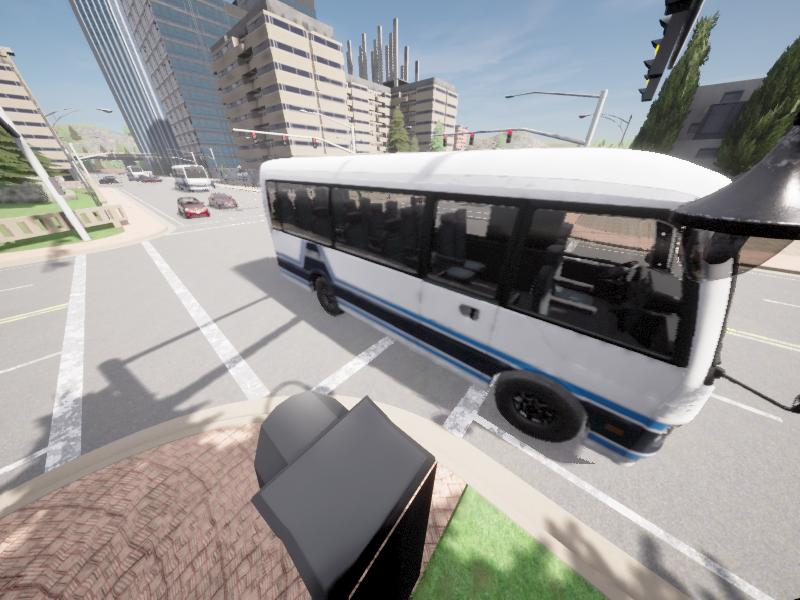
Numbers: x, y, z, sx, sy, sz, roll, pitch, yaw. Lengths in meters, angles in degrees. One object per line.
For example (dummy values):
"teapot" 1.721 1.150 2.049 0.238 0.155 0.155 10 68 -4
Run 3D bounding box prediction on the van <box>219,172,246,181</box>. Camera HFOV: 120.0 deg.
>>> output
"van" -54.541 -40.466 75.548 2.351 2.431 6.366 23 37 34

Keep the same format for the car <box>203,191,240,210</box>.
"car" -20.100 -11.219 25.995 4.674 1.442 1.812 23 37 34

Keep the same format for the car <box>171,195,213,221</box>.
"car" -19.080 -8.535 21.181 3.988 1.617 1.851 24 38 36

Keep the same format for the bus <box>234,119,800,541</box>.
"bus" 0.529 -1.277 5.965 10.273 4.253 3.944 23 37 34

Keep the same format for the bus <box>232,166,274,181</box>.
"bus" -48.457 -42.037 76.444 3.944 4.253 10.273 23 37 34

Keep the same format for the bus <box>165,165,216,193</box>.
"bus" -39.050 -22.611 42.918 10.273 4.253 3.944 23 37 34

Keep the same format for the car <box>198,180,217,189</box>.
"car" -40.872 -24.541 49.037 4.193 1.474 1.816 23 37 34
